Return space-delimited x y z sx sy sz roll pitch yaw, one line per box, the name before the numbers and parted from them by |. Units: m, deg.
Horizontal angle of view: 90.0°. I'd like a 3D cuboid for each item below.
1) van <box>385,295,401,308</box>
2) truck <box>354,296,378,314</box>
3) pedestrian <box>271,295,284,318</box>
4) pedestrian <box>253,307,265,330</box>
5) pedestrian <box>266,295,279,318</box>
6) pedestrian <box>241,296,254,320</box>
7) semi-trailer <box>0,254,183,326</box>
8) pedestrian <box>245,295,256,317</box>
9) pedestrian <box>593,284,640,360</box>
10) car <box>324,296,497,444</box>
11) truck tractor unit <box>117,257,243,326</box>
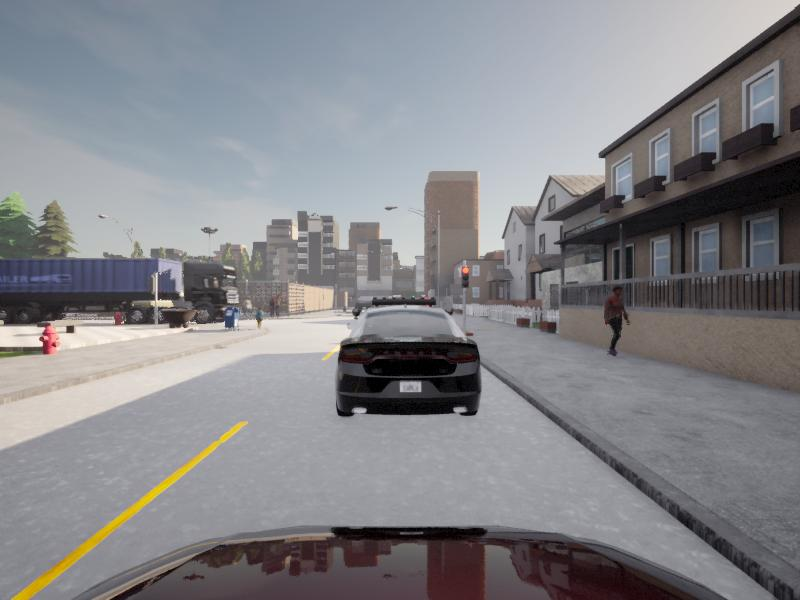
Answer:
van | -1.535 0.322 81.414 1.988 2.561 5.915 0 0 -15
truck | -4.111 0.542 49.206 2.390 2.098 6.274 0 0 0
pedestrian | -10.138 0.534 33.130 0.751 1.860 0.751 0 0 20
pedestrian | -7.053 0.904 20.008 0.500 1.100 0.500 0 0 -27
pedestrian | -10.681 0.534 33.432 0.751 1.860 0.751 0 0 18
pedestrian | -12.186 0.637 31.891 0.751 1.860 0.751 0 0 -44
semi-trailer | -21.991 -0.618 25.963 14.254 4.402 2.717 0 0 -1
pedestrian | -13.201 0.534 35.314 0.751 1.860 0.751 0 0 -2
pedestrian | 5.502 0.533 10.216 0.751 1.860 0.751 0 0 -11
car | 0.062 0.771 7.066 1.930 1.638 5.238 0 0 -1
truck tractor unit | -14.079 -0.520 26.048 6.516 4.208 3.053 0 0 0
